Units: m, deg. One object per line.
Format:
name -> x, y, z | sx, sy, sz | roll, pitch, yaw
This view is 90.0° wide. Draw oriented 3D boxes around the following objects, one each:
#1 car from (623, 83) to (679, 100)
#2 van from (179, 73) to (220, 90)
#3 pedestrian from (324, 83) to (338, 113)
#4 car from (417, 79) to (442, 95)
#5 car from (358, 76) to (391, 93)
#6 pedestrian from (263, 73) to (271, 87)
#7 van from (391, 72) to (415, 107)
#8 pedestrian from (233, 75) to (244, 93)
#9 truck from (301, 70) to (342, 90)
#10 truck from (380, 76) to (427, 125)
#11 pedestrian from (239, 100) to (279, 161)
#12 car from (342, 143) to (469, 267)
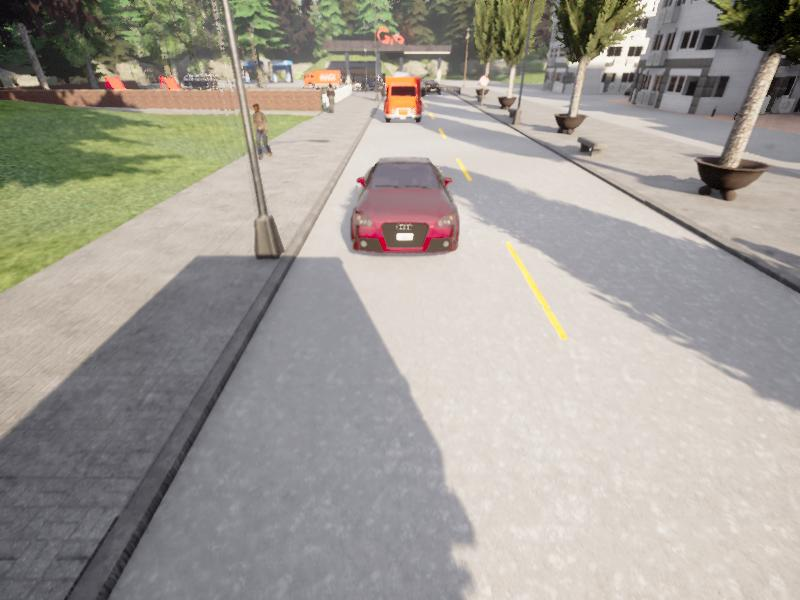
car -> 27.877, -23.232, 44.493 | 4.974, 1.542, 2.038 | 16, 34, 26
van -> -28.718, -31.381, 57.540 | 4.480, 2.038, 2.069 | 0, 30, 0
pedestrian -> -4.837, -14.228, 28.178 | 0.751, 1.860, 0.751 | -3, 30, -5
car -> 3.581, -26.230, 49.237 | 2.038, 1.542, 4.974 | -5, 30, -8
car -> -3.281, -28.366, 52.536 | 3.866, 1.878, 1.905 | 16, 33, 25
pedestrian -> -20.879, -34.475, 62.779 | 0.751, 1.860, 0.751 | 0, 30, -1
van -> 0.304, -18.974, 35.861 | 1.988, 2.561, 5.915 | 0, 30, 1
pedestrian -> -19.967, -26.755, 49.563 | 0.751, 1.860, 0.751 | 0, 30, 0
truck -> -11.169, -31.480, 57.275 | 5.204, 2.467, 2.627 | 0, 30, 1
truck -> 0.197, -12.631, 25.122 | 2.627, 2.467, 5.204 | 0, 30, 0
pedestrian -> -4.898, -5.941, 14.034 | 0.751, 1.860, 0.751 | 6, 31, 10
car -> 0.093, -2.239, 8.452 | 1.994, 1.385, 4.181 | 0, 30, 0
